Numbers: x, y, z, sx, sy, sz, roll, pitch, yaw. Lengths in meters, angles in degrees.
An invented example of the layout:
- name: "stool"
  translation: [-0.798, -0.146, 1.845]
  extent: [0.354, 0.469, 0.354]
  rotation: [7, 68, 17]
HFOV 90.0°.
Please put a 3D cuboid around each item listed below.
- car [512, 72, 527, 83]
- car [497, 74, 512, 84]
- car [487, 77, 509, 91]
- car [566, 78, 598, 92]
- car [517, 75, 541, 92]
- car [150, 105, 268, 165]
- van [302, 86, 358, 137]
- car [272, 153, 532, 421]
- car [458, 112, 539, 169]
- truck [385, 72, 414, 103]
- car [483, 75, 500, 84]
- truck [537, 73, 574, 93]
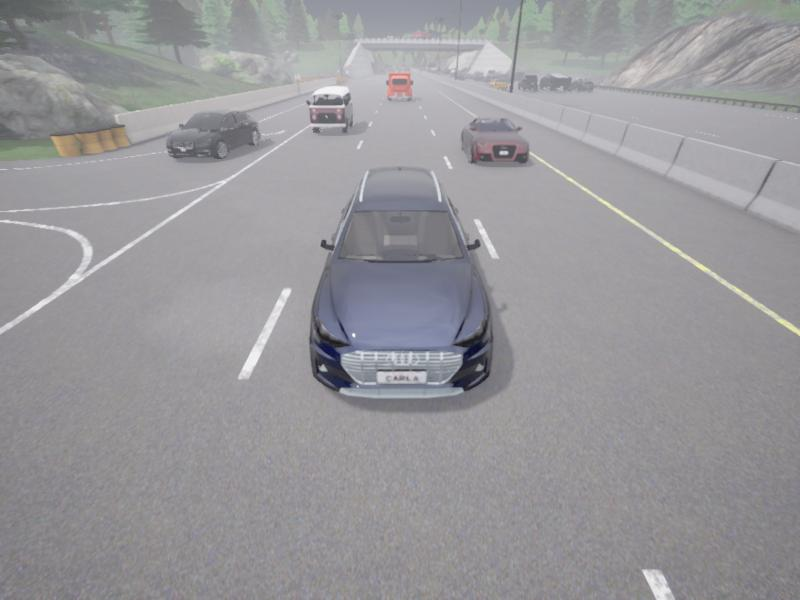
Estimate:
- name: "car"
  translation: [24.417, -45.528, 81.832]
  extent: [1.905, 1.878, 3.866]
  rotation: [0, 30, 0]
- name: "car"
  translation: [20.919, -44.516, 80.443]
  extent: [1.851, 1.617, 3.988]
  rotation: [0, 30, 0]
- name: "car"
  translation: [13.940, -30.909, 57.171]
  extent: [1.801, 1.575, 5.366]
  rotation: [0, 30, 0]
- name: "car"
  translation: [24.445, -28.974, 53.936]
  extent: [2.128, 1.511, 4.902]
  rotation: [0, 30, 0]
- name: "car"
  translation: [17.443, -29.437, 54.349]
  extent: [1.905, 1.878, 3.866]
  rotation: [0, 30, 0]
- name: "car"
  translation: [-7.257, -6.679, 15.903]
  extent: [1.837, 1.490, 4.892]
  rotation: [4, 31, 6]
- name: "van"
  translation: [-3.519, -10.001, 21.032]
  extent: [2.069, 2.038, 4.480]
  rotation: [0, 30, 0]
- name: "car"
  translation: [0.004, -0.746, 5.646]
  extent: [2.033, 1.649, 4.856]
  rotation: [0, 30, 0]
- name: "car"
  translation: [3.482, -6.099, 15.039]
  extent: [1.994, 1.385, 4.181]
  rotation: [0, 30, 0]
- name: "truck"
  translation: [-0.042, -20.796, 39.032]
  extent: [2.627, 2.467, 5.204]
  rotation: [0, 30, 0]
- name: "car"
  translation: [17.421, -42.101, 76.348]
  extent: [2.007, 1.525, 4.514]
  rotation: [0, 30, 0]
- name: "truck"
  translation: [20.943, -29.475, 54.213]
  extent: [2.390, 2.098, 6.274]
  rotation: [0, 30, 0]
